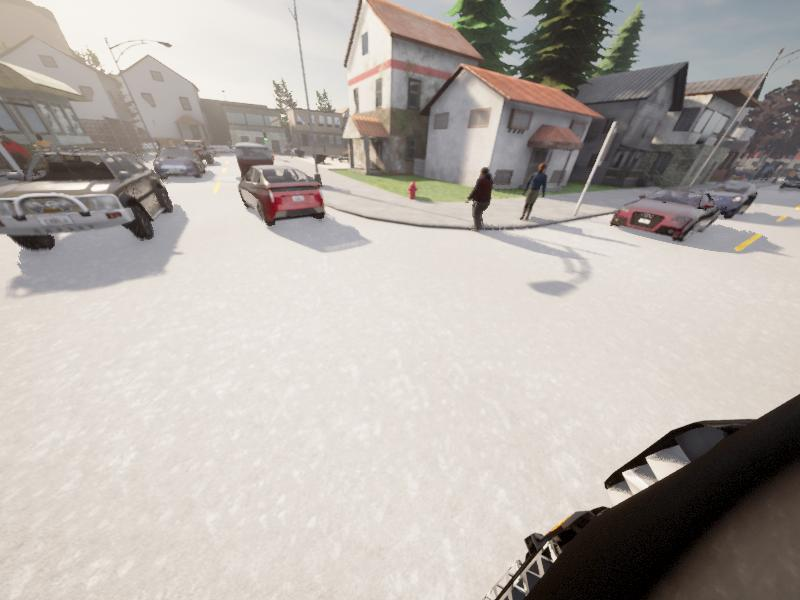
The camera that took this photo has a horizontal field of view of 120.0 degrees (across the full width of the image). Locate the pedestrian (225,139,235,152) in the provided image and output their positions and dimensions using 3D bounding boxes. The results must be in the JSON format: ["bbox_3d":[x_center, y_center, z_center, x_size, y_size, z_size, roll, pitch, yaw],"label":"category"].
[{"bbox_3d":[-29.025,-26.354,39.485,0.751,1.860,0.751,-18,39,-29],"label":"pedestrian"}]

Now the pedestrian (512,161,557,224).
[{"bbox_3d":[4.667,-3.763,8.085,0.751,1.860,0.751,20,37,24],"label":"pedestrian"}]

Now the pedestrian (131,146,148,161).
[{"bbox_3d":[-22.781,-12.787,20.212,0.500,1.100,0.500,-13,37,-22],"label":"pedestrian"}]

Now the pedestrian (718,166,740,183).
[{"bbox_3d":[41.678,-15.898,29.301,0.751,1.860,0.751,-17,39,-28],"label":"pedestrian"}]

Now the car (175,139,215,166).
[{"bbox_3d":[-18.663,-13.561,21.222,1.905,1.878,3.866,-16,38,-27],"label":"car"}]

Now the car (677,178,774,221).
[{"bbox_3d":[16.328,-5.153,11.632,3.633,1.501,1.845,-16,38,-26],"label":"car"}]

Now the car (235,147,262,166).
[{"bbox_3d":[-15.242,-14.479,23.251,1.816,1.474,4.193,-16,38,-26],"label":"car"}]

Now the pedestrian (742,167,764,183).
[{"bbox_3d":[49.863,-17.711,32.679,0.751,1.860,0.751,-11,36,-20],"label":"pedestrian"}]

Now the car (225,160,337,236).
[{"bbox_3d":[-4.182,-3.739,7.885,2.007,1.525,4.514,-22,41,-33],"label":"car"}]

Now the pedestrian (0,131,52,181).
[{"bbox_3d":[-17.336,-6.534,10.510,0.751,1.860,0.751,-16,38,-26],"label":"pedestrian"}]

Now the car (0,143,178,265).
[{"bbox_3d":[-7.701,-2.801,5.876,1.932,1.855,4.605,-17,38,-27],"label":"car"}]

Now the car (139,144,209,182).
[{"bbox_3d":[-13.796,-8.705,14.517,2.033,1.649,4.856,-16,38,-26],"label":"car"}]

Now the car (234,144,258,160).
[{"bbox_3d":[-20.212,-19.470,30.378,2.163,1.488,4.792,-16,38,-26],"label":"car"}]

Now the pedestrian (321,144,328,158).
[{"bbox_3d":[-12.390,-24.529,38.029,0.751,1.860,0.751,-14,37,-24],"label":"pedestrian"}]

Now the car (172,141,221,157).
[{"bbox_3d":[-27.094,-20.176,30.871,4.902,1.511,2.128,11,34,12],"label":"car"}]

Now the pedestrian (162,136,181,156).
[{"bbox_3d":[-26.694,-17.971,27.031,0.751,1.860,0.751,-4,34,-11],"label":"pedestrian"}]

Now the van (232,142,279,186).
[{"bbox_3d":[-8.990,-8.519,14.297,1.775,1.987,4.442,-16,38,-26],"label":"van"}]

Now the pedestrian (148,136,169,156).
[{"bbox_3d":[-28.105,-17.956,26.897,0.751,1.860,0.751,0,34,-5],"label":"pedestrian"}]

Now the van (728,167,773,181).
[{"bbox_3d":[69.861,-25.260,46.154,1.775,1.987,4.442,-16,38,-26],"label":"van"}]

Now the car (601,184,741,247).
[{"bbox_3d":[9.732,-3.216,8.338,4.181,1.385,1.994,-16,38,-26],"label":"car"}]

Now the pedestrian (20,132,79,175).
[{"bbox_3d":[-18.525,-7.765,12.287,0.751,1.860,0.751,-12,36,-21],"label":"pedestrian"}]

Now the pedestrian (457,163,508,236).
[{"bbox_3d":[2.426,-2.993,6.935,0.751,1.860,0.751,-21,40,-31],"label":"pedestrian"}]

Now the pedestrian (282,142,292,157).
[{"bbox_3d":[-17.030,-22.626,34.794,0.751,1.860,0.751,9,34,9],"label":"pedestrian"}]

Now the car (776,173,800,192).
[{"bbox_3d":[45.479,-13.448,26.368,3.988,1.617,1.851,-16,38,-26],"label":"car"}]
